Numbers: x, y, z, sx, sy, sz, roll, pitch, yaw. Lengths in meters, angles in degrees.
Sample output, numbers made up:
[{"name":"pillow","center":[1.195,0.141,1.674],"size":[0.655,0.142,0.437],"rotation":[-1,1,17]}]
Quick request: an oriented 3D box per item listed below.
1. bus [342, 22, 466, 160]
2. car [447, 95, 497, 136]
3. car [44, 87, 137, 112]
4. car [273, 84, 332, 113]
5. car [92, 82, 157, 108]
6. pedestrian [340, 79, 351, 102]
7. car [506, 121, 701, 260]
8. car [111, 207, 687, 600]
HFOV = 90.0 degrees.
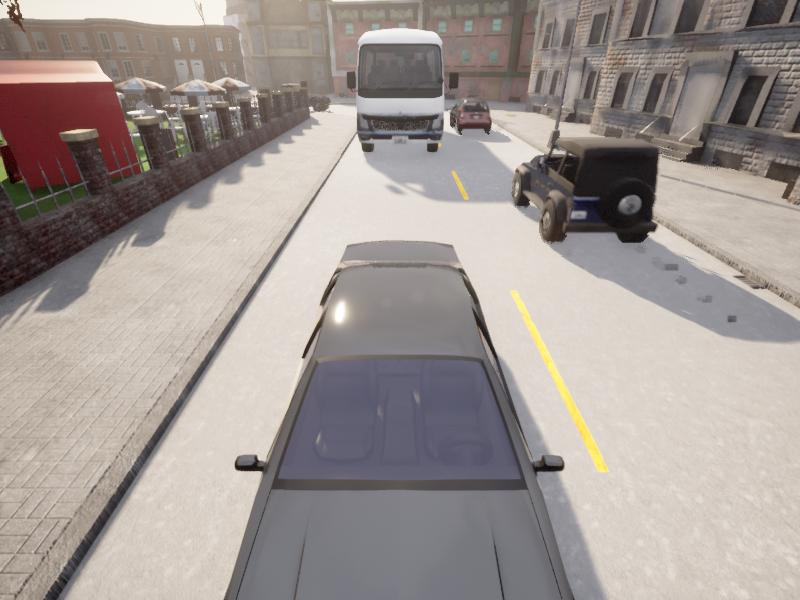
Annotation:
[{"name":"bus","center":[0.132,-9.644,18.309],"size":[3.944,4.253,10.273],"rotation":[0,30,0]},{"name":"car","center":[3.761,-10.083,21.688],"size":[1.851,1.617,3.988],"rotation":[-1,30,-2]},{"name":"car","center":[-23.814,-15.533,30.967],"size":[5.238,1.638,1.930],"rotation":[0,30,0]},{"name":"car","center":[-7.386,-15.511,30.692],"size":[3.866,1.878,1.905],"rotation":[2,30,3]},{"name":"car","center":[-23.512,-17.624,34.300],"size":[3.866,1.878,1.905],"rotation":[0,30,1]},{"name":"pedestrian","center":[-5.159,-19.828,37.861],"size":[0.751,1.860,0.751],"rotation":[8,31,13]},{"name":"car","center":[3.784,-2.514,8.446],"size":[1.905,1.878,3.866],"rotation":[0,30,0]},{"name":"car","center":[-0.002,0.693,3.454],"size":[2.033,1.411,5.357],"rotation":[0,30,0]}]
